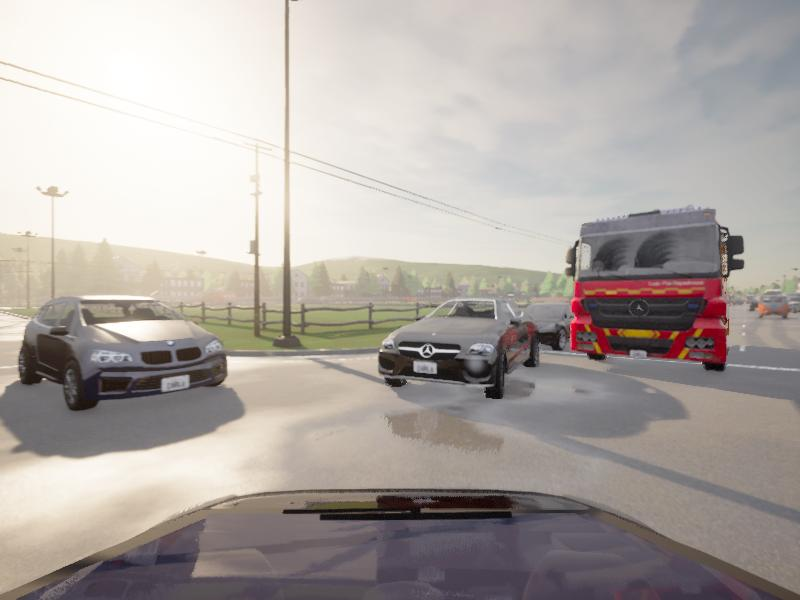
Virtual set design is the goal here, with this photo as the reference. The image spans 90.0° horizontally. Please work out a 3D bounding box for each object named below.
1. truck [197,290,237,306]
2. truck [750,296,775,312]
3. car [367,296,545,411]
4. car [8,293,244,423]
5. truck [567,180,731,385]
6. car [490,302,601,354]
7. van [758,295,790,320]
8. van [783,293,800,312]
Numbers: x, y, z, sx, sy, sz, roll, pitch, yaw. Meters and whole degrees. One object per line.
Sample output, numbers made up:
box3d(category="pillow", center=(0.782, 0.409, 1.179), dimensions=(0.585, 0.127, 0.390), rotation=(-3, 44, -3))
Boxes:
box3d(category="truck", center=(-45.050, -0.442, 98.635), dimensions=(2.891, 3.827, 8.468), rotation=(0, 0, 41))
box3d(category="truck", center=(50.605, 0.513, 55.936), dimensions=(2.390, 2.098, 6.274), rotation=(0, 0, 41))
box3d(category="car", center=(1.573, 0.773, 8.505), dimensions=(2.152, 1.651, 5.027), rotation=(0, 0, 28))
box3d(category="car", center=(-5.222, 0.746, 7.422), dimensions=(4.611, 1.667, 2.242), rotation=(0, 0, 37))
box3d(category="truck", center=(7.708, -0.328, 11.613), dimensions=(2.891, 3.827, 8.468), rotation=(0, 0, 40))
box3d(category="car", center=(5.316, 0.840, 14.197), dimensions=(2.163, 1.488, 4.792), rotation=(0, 0, 40))
box3d(category="van", center=(30.892, 0.582, 33.148), dimensions=(1.775, 1.987, 4.442), rotation=(0, 0, 41))
box3d(category="van", center=(53.607, 0.349, 54.059), dimensions=(2.351, 2.431, 6.366), rotation=(0, 0, 41))
